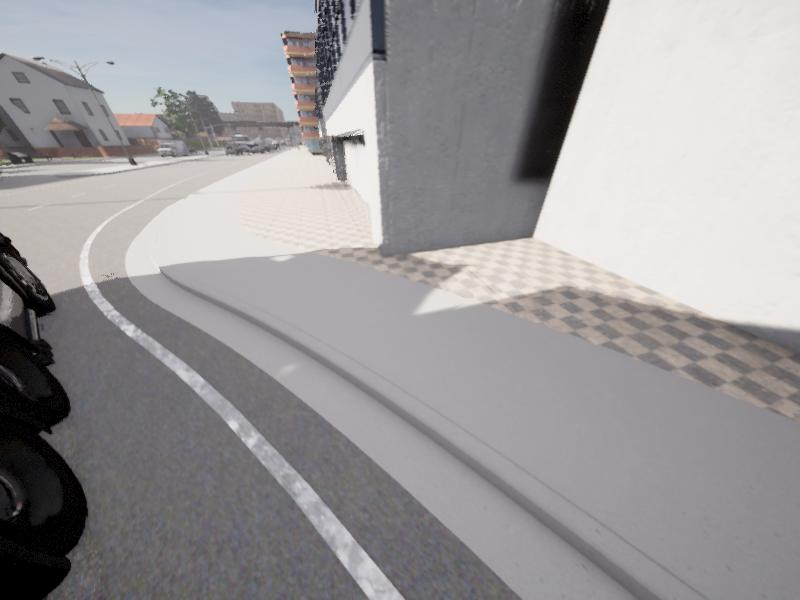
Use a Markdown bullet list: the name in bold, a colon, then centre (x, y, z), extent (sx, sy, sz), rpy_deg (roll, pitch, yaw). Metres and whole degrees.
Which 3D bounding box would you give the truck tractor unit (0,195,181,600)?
- **truck tractor unit**: centre (-4.987, -0.407, 0.940), extent (6.516, 4.208, 3.053), rpy_deg (23, 41, 29)

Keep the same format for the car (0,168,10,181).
- **car**: centre (-29.289, -8.013, 14.687), extent (1.895, 1.301, 4.718), rpy_deg (-8, 35, -10)

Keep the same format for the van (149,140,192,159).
- **van**: centre (-38.454, -25.487, 39.006), extent (2.351, 2.431, 6.366), rpy_deg (-10, 36, -14)
